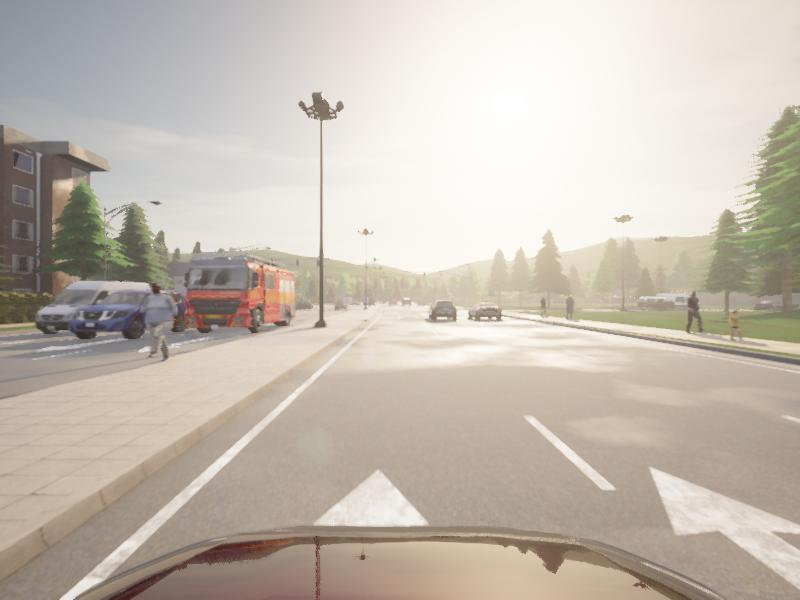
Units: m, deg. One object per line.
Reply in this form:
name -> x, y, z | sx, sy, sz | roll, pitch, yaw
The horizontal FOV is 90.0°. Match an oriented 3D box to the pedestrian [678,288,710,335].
pedestrian -> 12.072, 0.467, 16.429 | 0.751, 1.860, 0.751 | 0, 0, 0

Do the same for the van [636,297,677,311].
van -> 36.540, 0.548, 57.136 | 4.480, 2.038, 2.069 | 0, 0, 0

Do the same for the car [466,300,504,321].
car -> 6.852, 0.814, 32.743 | 2.038, 1.542, 4.974 | 0, 0, -1

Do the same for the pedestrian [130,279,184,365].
pedestrian -> -5.456, 0.482, 9.029 | 0.751, 1.860, 0.751 | 0, 0, 1

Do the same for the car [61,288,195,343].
car -> -11.559, 0.562, 17.664 | 2.150, 2.045, 5.566 | 0, 0, 0

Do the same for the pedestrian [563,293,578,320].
pedestrian -> 12.158, 0.462, 28.603 | 0.751, 1.860, 0.751 | 0, 0, -1

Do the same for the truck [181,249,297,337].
truck -> -8.078, -0.332, 21.611 | 2.891, 3.827, 8.468 | 0, 0, 0

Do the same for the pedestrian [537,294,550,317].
pedestrian -> 12.040, 0.460, 33.561 | 0.751, 1.860, 0.751 | 0, 0, -3

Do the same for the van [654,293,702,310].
van -> 42.034, 0.276, 60.592 | 5.915, 2.561, 1.988 | 0, 0, 0

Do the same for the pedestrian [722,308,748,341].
pedestrian -> 11.547, 0.848, 13.791 | 0.500, 1.100, 0.500 | 0, 0, 3

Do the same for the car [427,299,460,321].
car -> 3.386, 0.766, 32.178 | 2.033, 1.649, 4.856 | 0, 0, -1

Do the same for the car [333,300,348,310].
car -> -9.203, 0.766, 62.436 | 1.851, 1.617, 3.988 | 0, 0, -2

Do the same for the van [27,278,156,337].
van -> -15.071, 0.315, 20.173 | 1.988, 2.561, 5.915 | 0, 0, 0
